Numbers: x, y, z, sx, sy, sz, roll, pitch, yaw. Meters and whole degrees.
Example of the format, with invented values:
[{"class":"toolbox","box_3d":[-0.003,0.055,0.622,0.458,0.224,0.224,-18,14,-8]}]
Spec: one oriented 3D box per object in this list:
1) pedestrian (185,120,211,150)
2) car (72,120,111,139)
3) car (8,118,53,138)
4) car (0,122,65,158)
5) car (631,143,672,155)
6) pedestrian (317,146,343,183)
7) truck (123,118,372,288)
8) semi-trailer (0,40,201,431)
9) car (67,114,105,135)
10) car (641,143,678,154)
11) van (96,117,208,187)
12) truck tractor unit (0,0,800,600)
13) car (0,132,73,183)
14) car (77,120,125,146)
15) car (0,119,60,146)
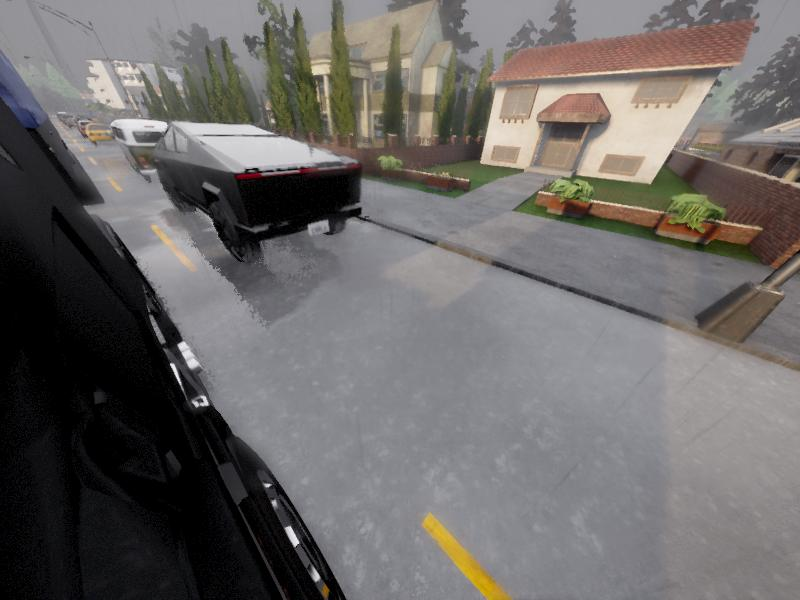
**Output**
[{"class":"pedestrian","box_3d":[-16.022,-13.082,18.355,0.751,1.860,0.751,27,43,29]},{"class":"car","box_3d":[-33.594,-18.578,25.126,3.806,1.475,1.970,29,44,31]},{"class":"car","box_3d":[-37.246,-17.429,23.360,4.193,1.474,1.816,27,43,29]},{"class":"car","box_3d":[-22.519,-9.762,13.997,4.514,1.525,2.007,29,44,31]},{"class":"car","box_3d":[48.732,-29.394,44.911,5.027,1.651,2.152,28,44,30]},{"class":"pedestrian","box_3d":[-3.001,-5.829,9.950,0.751,1.300,0.751,-13,39,-20]},{"class":"truck","box_3d":[-3.747,-2.857,5.476,6.274,2.098,2.390,29,44,31]},{"class":"semi-trailer","box_3d":[-8.677,-3.621,4.247,14.254,4.402,2.717,28,44,30]},{"class":"car","box_3d":[-40.031,-22.365,29.450,4.605,1.855,1.932,28,44,29]},{"class":"car","box_3d":[52.297,-30.664,46.732,4.792,1.488,2.163,28,44,30]},{"class":"van","box_3d":[-10.739,-6.549,10.022,4.480,2.038,2.069,30,44,31]},{"class":"truck tractor unit","box_3d":[-2.645,-0.295,0.351,6.516,4.208,3.053,28,44,30]},{"class":"car","box_3d":[-15.719,-6.042,9.608,4.181,1.385,1.994,29,44,31]},{"class":"car","box_3d":[-26.477,-14.802,20.441,5.366,1.575,1.801,29,44,31]},{"class":"car","box_3d":[-29.302,-13.395,18.425,4.514,1.525,2.007,29,44,31]}]
